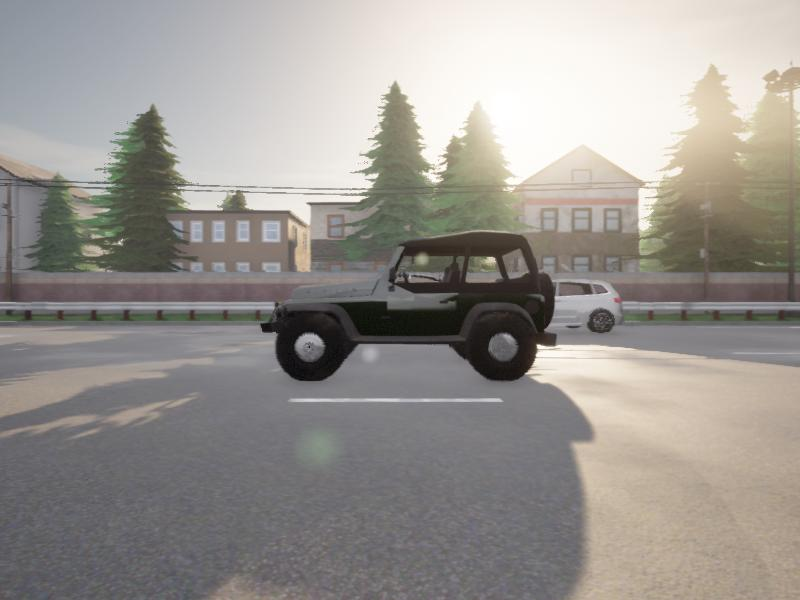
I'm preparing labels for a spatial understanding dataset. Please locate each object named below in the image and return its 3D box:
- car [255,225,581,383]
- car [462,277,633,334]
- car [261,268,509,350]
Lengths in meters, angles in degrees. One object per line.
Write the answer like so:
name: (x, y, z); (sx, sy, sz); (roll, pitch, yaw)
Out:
car: (0.216, 0.046, 5.701); (3.866, 1.878, 1.905); (0, 0, 0)
car: (4.444, 0.157, 12.702); (4.611, 1.667, 2.242); (0, 0, 0)
car: (-0.310, 0.181, 9.199); (5.027, 1.651, 2.152); (0, 0, 0)
